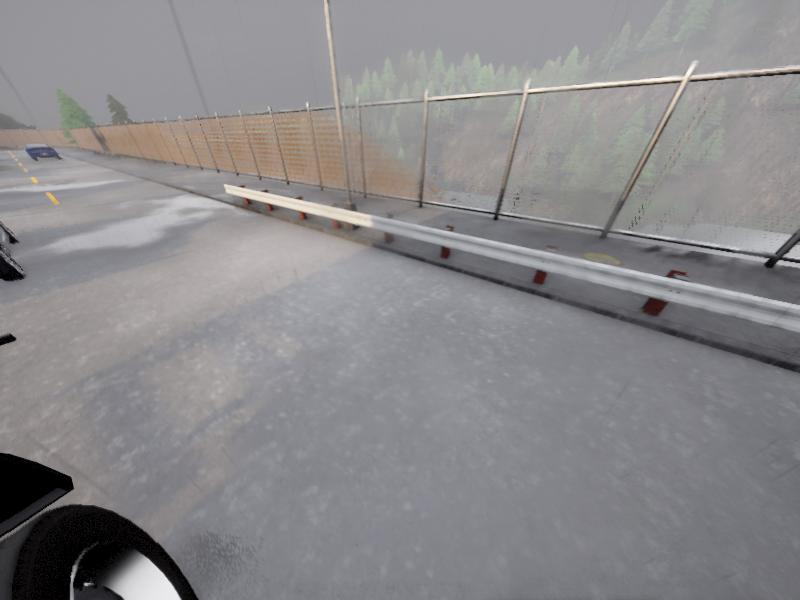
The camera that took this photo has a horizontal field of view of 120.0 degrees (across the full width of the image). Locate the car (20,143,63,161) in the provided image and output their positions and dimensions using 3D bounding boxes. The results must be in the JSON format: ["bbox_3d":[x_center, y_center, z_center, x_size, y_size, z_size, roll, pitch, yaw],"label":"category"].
[{"bbox_3d":[-40.244,-16.663,25.901,5.008,1.535,1.882,22,41,28],"label":"car"}]

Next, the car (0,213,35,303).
[{"bbox_3d":[-9.008,-1.191,4.104,5.238,1.638,1.930,22,41,28],"label":"car"}]
